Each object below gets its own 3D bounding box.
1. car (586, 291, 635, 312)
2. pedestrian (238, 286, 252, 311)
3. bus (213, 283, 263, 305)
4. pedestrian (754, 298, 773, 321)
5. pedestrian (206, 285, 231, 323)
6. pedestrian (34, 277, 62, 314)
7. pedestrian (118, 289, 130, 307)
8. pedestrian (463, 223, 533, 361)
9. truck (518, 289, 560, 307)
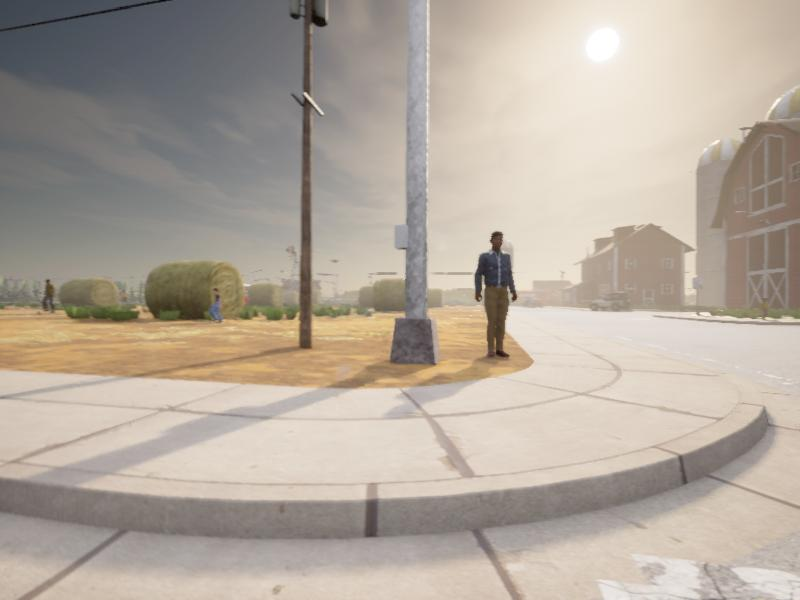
[{"bbox_3d":[21.623,0.172,41.184,1.905,1.878,3.866,-6,1,-31],"label":"car"},{"bbox_3d":[-11.986,-0.125,30.999,0.751,1.860,0.751,0,0,0],"label":"pedestrian"},{"bbox_3d":[-32.666,-1.142,81.388,3.944,4.253,10.273,0,0,15],"label":"bus"},{"bbox_3d":[17.826,0.448,19.628,0.500,1.100,0.500,0,0,-2],"label":"pedestrian"},{"bbox_3d":[-6.395,0.145,14.103,0.751,1.300,0.751,1,0,-29],"label":"pedestrian"},{"bbox_3d":[-18.016,-0.205,20.508,0.751,1.860,0.751,0,0,8],"label":"pedestrian"},{"bbox_3d":[-28.947,-0.221,42.020,0.751,1.860,0.751,0,0,-6],"label":"pedestrian"},{"bbox_3d":[1.396,-0.100,5.820,0.751,1.860,0.751,0,0,-8],"label":"pedestrian"},{"bbox_3d":[30.432,-0.389,88.096,8.468,3.827,2.891,0,0,12],"label":"truck"}]
